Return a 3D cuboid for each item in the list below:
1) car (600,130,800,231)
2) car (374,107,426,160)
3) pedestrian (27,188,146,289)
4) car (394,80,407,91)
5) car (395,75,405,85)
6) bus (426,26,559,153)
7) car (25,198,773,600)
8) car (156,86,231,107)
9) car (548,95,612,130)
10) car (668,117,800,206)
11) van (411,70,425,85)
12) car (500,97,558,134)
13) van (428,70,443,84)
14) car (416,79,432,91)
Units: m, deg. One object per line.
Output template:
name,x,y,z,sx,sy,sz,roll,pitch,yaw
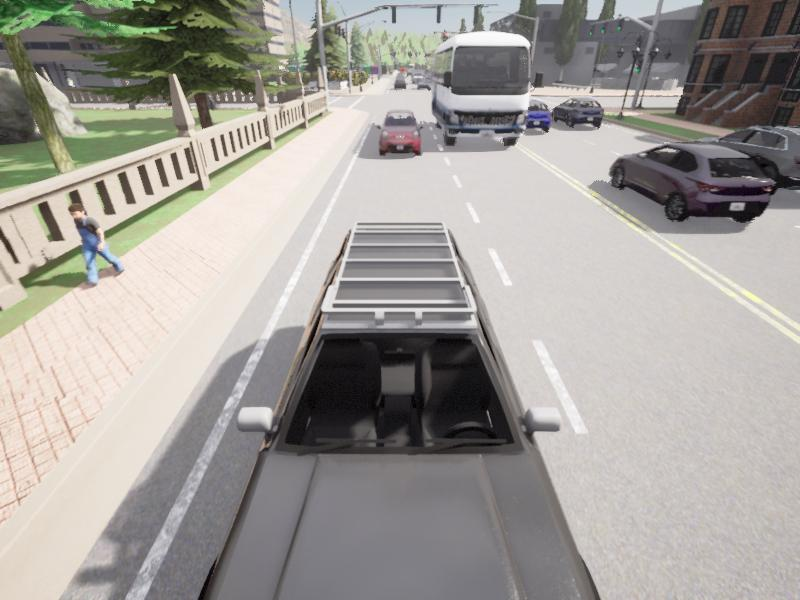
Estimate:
car,7.002,-3.160,9.979,1.816,1.474,4.193,0,30,0
car,0.006,-6.841,16.223,1.845,1.501,3.633,0,31,0
pedestrian,-4.575,-0.922,5.966,0.751,1.300,0.751,1,30,2
car,0.033,-31.901,59.365,1.895,1.301,4.718,0,30,0
car,0.044,-43.295,78.648,1.882,1.535,5.008,0,30,0
bus,3.631,-10.409,19.643,3.944,4.253,10.273,0,30,0
car,-0.004,0.710,3.107,1.932,1.855,4.605,0,28,0
car,-17.989,-17.847,35.018,5.366,1.575,1.801,0,30,0
car,10.511,-11.212,23.770,1.816,1.474,4.193,0,30,0
car,10.506,-4.223,11.642,2.033,1.649,4.856,0,29,0
van,3.543,-44.195,79.299,2.351,2.431,6.366,0,30,0
car,7.009,-10.291,22.192,1.816,1.474,4.193,0,30,0
van,7.047,-44.678,80.129,2.351,2.431,6.366,0,30,0
car,3.532,-32.529,60.341,2.033,1.411,5.357,0,30,0
